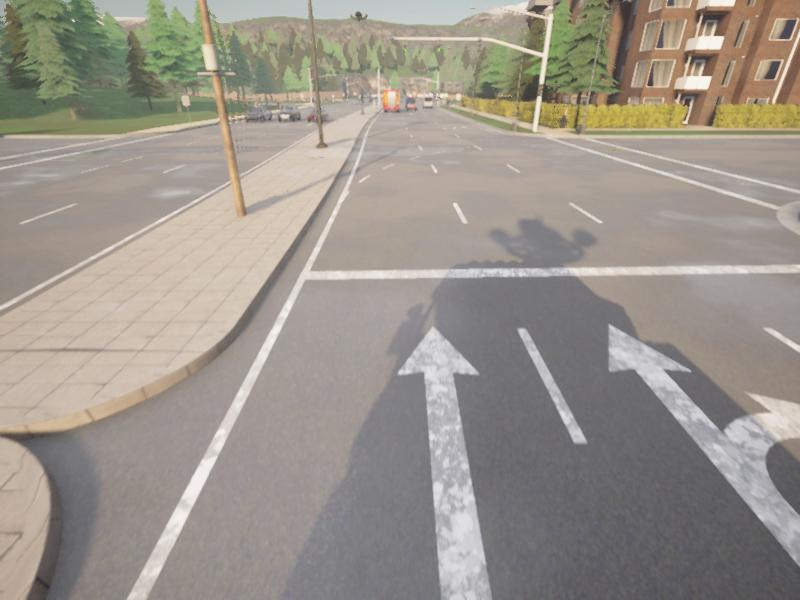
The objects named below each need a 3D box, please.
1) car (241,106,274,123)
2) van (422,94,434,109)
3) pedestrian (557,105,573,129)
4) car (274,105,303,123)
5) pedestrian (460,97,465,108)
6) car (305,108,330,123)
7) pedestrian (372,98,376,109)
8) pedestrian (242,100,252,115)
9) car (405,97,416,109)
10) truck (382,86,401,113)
[{"bbox_3d":[-16.309,-21.413,46.104,2.038,1.542,4.974,0,28,0],"label":"car"},{"bbox_3d":[5.651,-40.920,82.471,1.988,2.561,5.915,0,27,0],"label":"van"},{"bbox_3d":[13.928,-15.443,33.776,0.751,1.860,0.751,0,27,1],"label":"pedestrian"},{"bbox_3d":[-12.841,-21.715,46.569,2.033,1.649,4.856,0,27,-1],"label":"car"},{"bbox_3d":[12.615,-40.122,81.266,0.751,1.860,0.751,-2,28,-4],"label":"pedestrian"},{"bbox_3d":[-9.299,-21.065,45.587,1.994,1.385,4.181,0,28,0],"label":"car"},{"bbox_3d":[-4.932,-37.476,76.233,0.751,1.860,0.751,-4,28,-7],"label":"pedestrian"},{"bbox_3d":[-21.543,-27.082,56.264,0.751,1.860,0.751,0,27,1],"label":"pedestrian"},{"bbox_3d":[2.143,-40.938,83.052,2.150,2.045,5.566,0,28,0],"label":"car"},{"bbox_3d":[-1.346,-34.224,68.213,2.891,3.827,8.468,0,27,0],"label":"truck"}]
